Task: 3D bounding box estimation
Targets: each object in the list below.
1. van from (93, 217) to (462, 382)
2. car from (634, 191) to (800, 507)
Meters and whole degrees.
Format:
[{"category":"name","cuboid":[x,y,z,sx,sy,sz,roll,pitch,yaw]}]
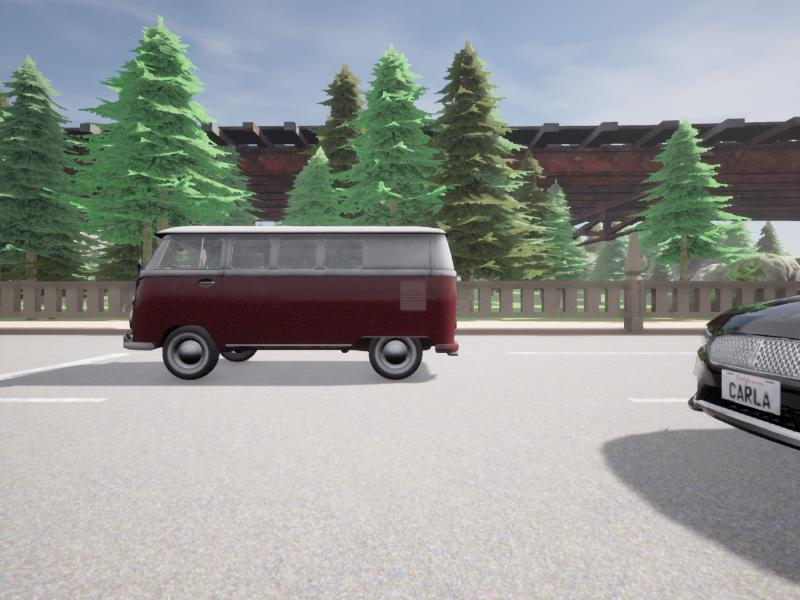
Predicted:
[{"category":"van","cuboid":[-1.470,-0.002,5.700,4.442,1.987,1.775,0,0,0]},{"category":"car","cuboid":[4.363,0.237,2.200,4.902,1.511,2.128,0,0,0]}]
